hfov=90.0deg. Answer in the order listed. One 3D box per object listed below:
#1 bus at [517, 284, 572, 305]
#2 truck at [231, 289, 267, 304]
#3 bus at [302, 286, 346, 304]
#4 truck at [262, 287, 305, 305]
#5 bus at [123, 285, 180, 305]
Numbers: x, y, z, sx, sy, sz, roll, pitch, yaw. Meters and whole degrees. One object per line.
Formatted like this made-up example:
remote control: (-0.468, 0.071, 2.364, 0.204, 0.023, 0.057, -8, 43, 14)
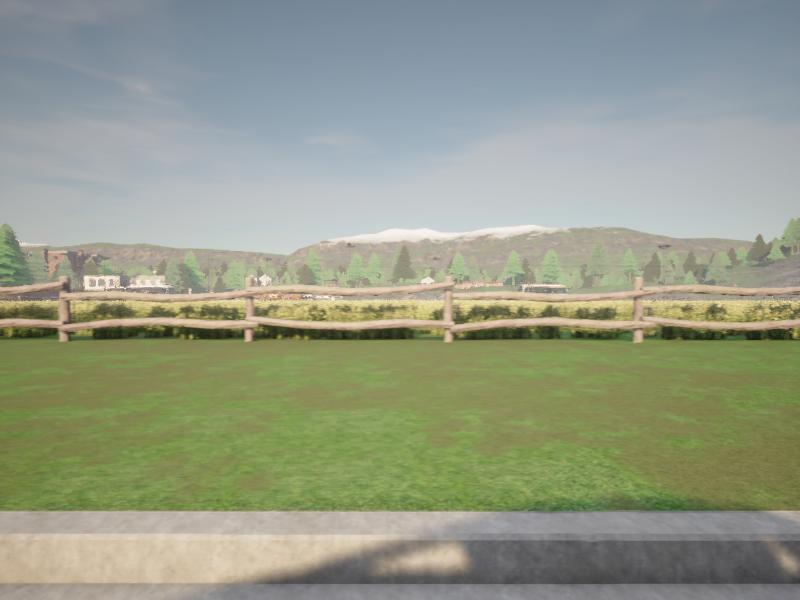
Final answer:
bus: (30.491, -1.139, 84.934, 10.273, 4.253, 3.944, 0, 0, 0)
truck: (-40.509, -0.924, 107.494, 8.468, 3.827, 2.891, 0, 0, -41)
bus: (-18.673, -1.138, 98.708, 10.273, 4.253, 3.944, 0, 0, 0)
truck: (-25.559, -0.924, 88.050, 8.468, 3.827, 2.891, 0, 0, 0)
bus: (-54.548, -1.138, 88.043, 10.273, 4.253, 3.944, 0, 0, 0)
